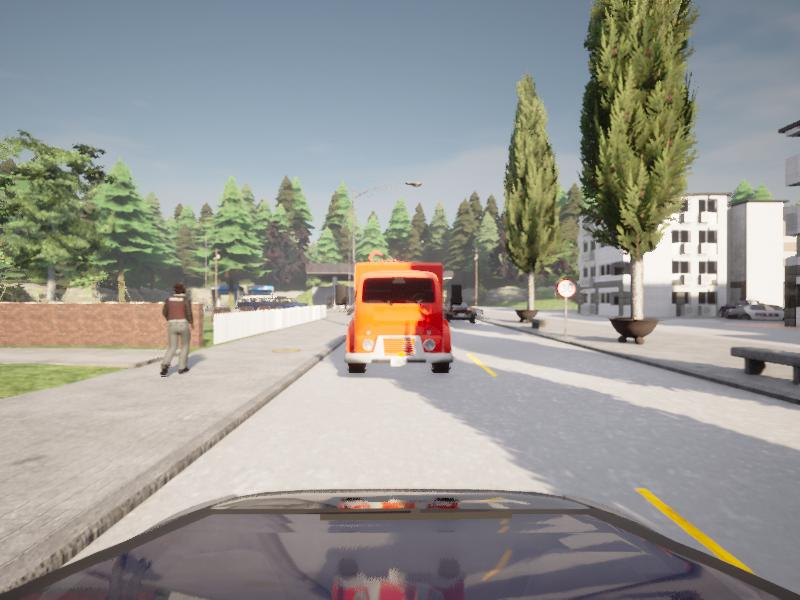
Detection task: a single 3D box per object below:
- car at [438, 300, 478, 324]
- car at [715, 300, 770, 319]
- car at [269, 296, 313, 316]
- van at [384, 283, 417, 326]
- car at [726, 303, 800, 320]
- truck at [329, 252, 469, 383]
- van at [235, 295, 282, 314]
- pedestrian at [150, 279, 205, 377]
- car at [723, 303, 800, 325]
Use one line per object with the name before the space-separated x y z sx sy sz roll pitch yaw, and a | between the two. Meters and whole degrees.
car | 3.908 0.790 27.937 2.038 1.542 4.974 0 0 0
car | 27.812 0.736 32.662 1.845 1.501 3.633 0 0 11
car | -11.083 0.597 40.774 3.866 1.878 1.905 1 0 3
van | 0.030 0.292 26.783 1.988 2.561 5.915 0 0 0
car | 27.433 0.825 29.890 4.536 1.218 1.853 0 0 30
truck | -0.032 0.353 10.114 2.627 2.467 5.204 0 -1 0
van | -15.793 0.520 44.789 4.480 2.038 2.069 0 0 1
pedestrian | -4.430 0.523 8.016 0.751 1.860 0.751 0 0 -8
car | 27.478 0.983 29.864 4.974 1.542 2.038 0 0 30
